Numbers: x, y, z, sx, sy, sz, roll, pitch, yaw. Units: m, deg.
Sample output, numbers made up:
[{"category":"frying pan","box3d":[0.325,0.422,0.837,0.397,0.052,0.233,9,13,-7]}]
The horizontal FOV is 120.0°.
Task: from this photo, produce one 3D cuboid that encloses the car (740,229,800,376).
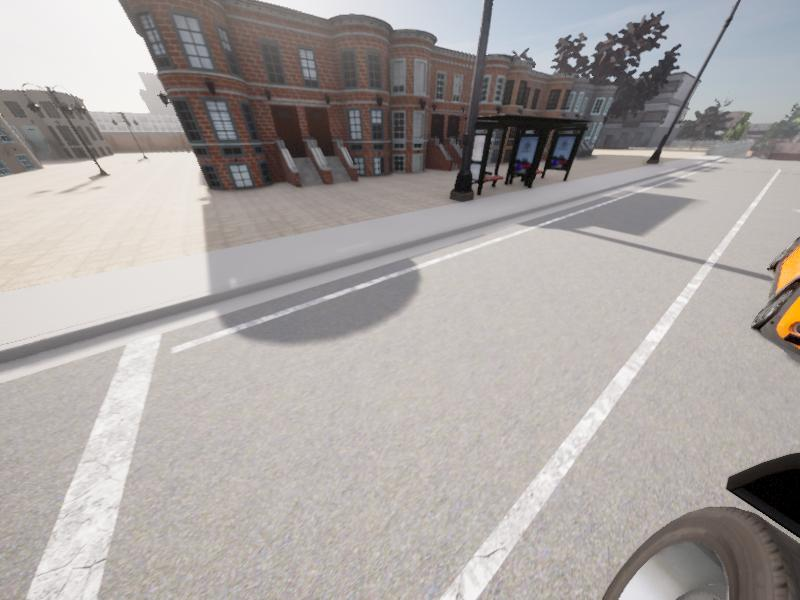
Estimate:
[{"category":"car","box3d":[6.749,-0.328,2.758,4.553,1.767,2.097,-22,41,-28]}]
